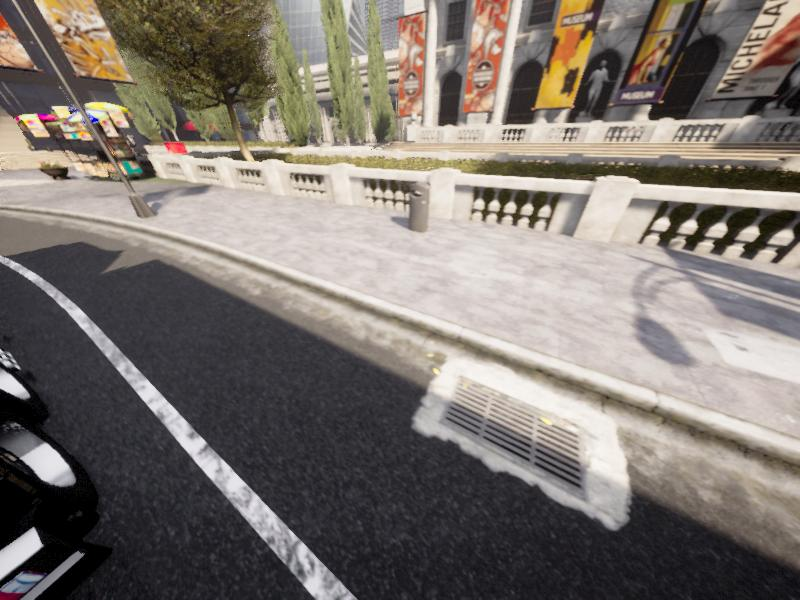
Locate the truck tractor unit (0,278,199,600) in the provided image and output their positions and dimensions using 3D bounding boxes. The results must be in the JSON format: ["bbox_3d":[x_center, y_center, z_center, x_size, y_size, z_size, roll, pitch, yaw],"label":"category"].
[{"bbox_3d":[-5.136,-0.275,0.751,6.516,4.208,3.053,17,38,23],"label":"truck tractor unit"}]
